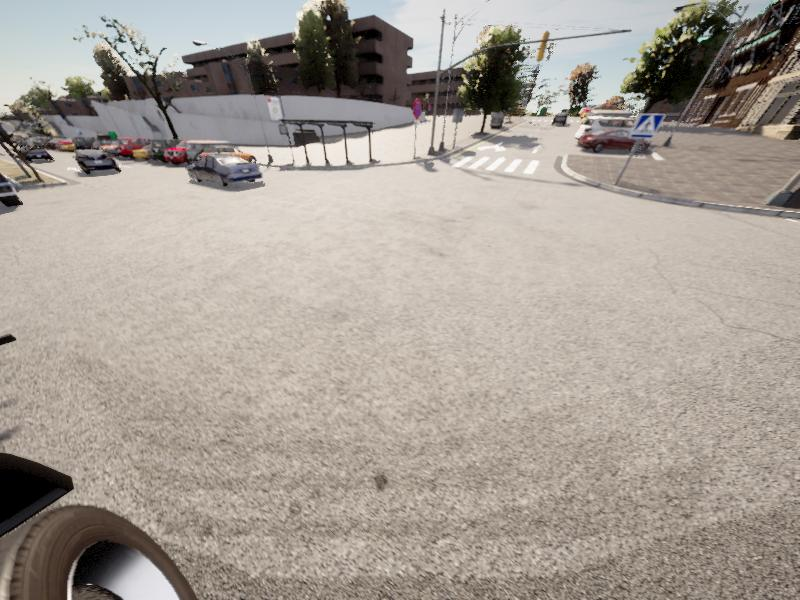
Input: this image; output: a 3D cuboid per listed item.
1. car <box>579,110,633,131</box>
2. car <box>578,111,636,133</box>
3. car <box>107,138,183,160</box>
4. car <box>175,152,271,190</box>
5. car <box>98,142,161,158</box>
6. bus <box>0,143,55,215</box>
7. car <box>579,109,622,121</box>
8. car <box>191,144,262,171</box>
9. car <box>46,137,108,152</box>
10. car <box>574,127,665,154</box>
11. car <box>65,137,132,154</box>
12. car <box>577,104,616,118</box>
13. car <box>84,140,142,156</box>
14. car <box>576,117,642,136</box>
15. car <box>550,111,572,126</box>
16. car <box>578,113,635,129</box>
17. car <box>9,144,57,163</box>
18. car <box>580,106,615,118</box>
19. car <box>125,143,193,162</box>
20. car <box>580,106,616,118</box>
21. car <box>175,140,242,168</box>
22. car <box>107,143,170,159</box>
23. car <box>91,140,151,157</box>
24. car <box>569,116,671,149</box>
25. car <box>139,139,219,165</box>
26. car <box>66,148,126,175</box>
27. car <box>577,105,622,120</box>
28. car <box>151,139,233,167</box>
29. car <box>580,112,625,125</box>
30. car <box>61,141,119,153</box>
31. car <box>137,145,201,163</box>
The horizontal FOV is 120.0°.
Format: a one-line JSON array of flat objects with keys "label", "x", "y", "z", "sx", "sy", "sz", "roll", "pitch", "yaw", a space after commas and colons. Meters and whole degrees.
[{"label": "car", "x": 26.186, "y": -23.062, "z": 29.612, "sx": 4.442, "sy": 1.987, "sz": 1.878, "roll": 7, "pitch": 42, "yaw": 9}, {"label": "car", "x": 24.620, "y": -21.342, "z": 27.672, "sx": 4.442, "sy": 1.987, "sz": 1.878, "roll": 7, "pitch": 42, "yaw": 9}, {"label": "car", "x": -30.588, "y": -18.441, "z": 28.125, "sx": 2.435, "sy": 2.045, "sz": 5.566, "roll": 6, "pitch": 35, "yaw": 9}, {"label": "car", "x": -10.091, "y": -7.445, "z": 13.123, "sx": 5.357, "sy": 1.411, "sz": 2.033, "roll": 20, "pitch": 41, "yaw": 27}, {"label": "car", "x": -35.745, "y": -20.021, "z": 30.737, "sx": 2.231, "sy": 1.521, "sz": 4.892, "roll": 7, "pitch": 35, "yaw": 8}, {"label": "bus", "x": -19.468, "y": -6.065, "z": 8.973, "sx": 10.273, "sy": 4.253, "sz": 3.944, "roll": 20, "pitch": 40, "yaw": 25}, {"label": "car", "x": 35.805, "y": -33.176, "z": 41.360, "sx": 5.366, "sy": 1.575, "sz": 1.946, "roll": 7, "pitch": 42, "yaw": 8}, {"label": "car", "x": -15.156, "y": -12.825, "z": 20.596, "sx": 2.185, "sy": 1.767, "sz": 4.553, "roll": 7, "pitch": 35, "yaw": 9}, {"label": "car", "x": -56.377, "y": -27.339, "z": 40.557, "sx": 2.435, "sy": 2.045, "sz": 5.566, "roll": 7, "pitch": 35, "yaw": 8}, {"label": "car", "x": 16.925, "y": -12.555, "z": 18.156, "sx": 4.674, "sy": 1.452, "sz": 2.002, "roll": 7, "pitch": 42, "yaw": 9}, {"label": "car", "x": -46.066, "y": -23.824, "z": 35.597, "sx": 2.435, "sy": 2.045, "sz": 5.566, "roll": 6, "pitch": 35, "yaw": 9}, {"label": "car", "x": 41.660, "y": -40.174, "z": 49.126, "sx": 5.566, "sy": 2.045, "sz": 2.435, "roll": 8, "pitch": 37, "yaw": 7}, {"label": "car", "x": -40.916, "y": -21.900, "z": 33.125, "sx": 2.185, "sy": 1.767, "sz": 4.553, "roll": 6, "pitch": 35, "yaw": 9}, {"label": "car", "x": 23.167, "y": -19.448, "z": 25.876, "sx": 4.892, "sy": 1.521, "sz": 2.231, "roll": 7, "pitch": 42, "yaw": 9}, {"label": "car", "x": 25.555, "y": -28.798, "z": 36.606, "sx": 2.128, "sy": 1.511, "sz": 4.902, "roll": 21, "pitch": 46, "yaw": 23}, {"label": "car", "x": 28.051, "y": -24.576, "z": 31.654, "sx": 5.366, "sy": 1.575, "sz": 1.946, "roll": 7, "pitch": 42, "yaw": 9}, {"label": "car", "x": -39.761, "y": -15.929, "z": 25.039, "sx": 4.193, "sy": 1.474, "sz": 1.816, "roll": 19, "pitch": 40, "yaw": 25}, {"label": "car", "x": 40.225, "y": -38.457, "z": 47.197, "sx": 4.553, "sy": 1.767, "sz": 2.185, "roll": 7, "pitch": 40, "yaw": 7}, {"label": "car", "x": -27.981, "y": -17.422, "z": 27.149, "sx": 1.946, "sy": 1.575, "sz": 5.366, "roll": 7, "pitch": 35, "yaw": 9}, {"label": "car", "x": 38.661, "y": -36.769, "z": 45.234, "sx": 4.553, "sy": 1.767, "sz": 2.185, "roll": 7, "pitch": 41, "yaw": 8}, {"label": "car", "x": -17.728, "y": -13.788, "z": 21.750, "sx": 1.878, "sy": 1.987, "sz": 4.442, "roll": 7, "pitch": 35, "yaw": 9}, {"label": "car", "x": -33.171, "y": -19.113, "z": 29.530, "sx": 2.163, "sy": 1.488, "sz": 4.792, "roll": 6, "pitch": 35, "yaw": 9}, {"label": "car", "x": -38.318, "y": -21.038, "z": 31.930, "sx": 2.185, "sy": 1.767, "sz": 4.553, "roll": 7, "pitch": 35, "yaw": 8}, {"label": "car", "x": 18.507, "y": -14.489, "z": 19.900, "sx": 5.566, "sy": 2.045, "sz": 2.435, "roll": 7, "pitch": 42, "yaw": 9}, {"label": "car", "x": -22.853, "y": -15.723, "z": 24.378, "sx": 2.435, "sy": 2.045, "sz": 5.566, "roll": 7, "pitch": 35, "yaw": 9}, {"label": "car", "x": -24.305, "y": -11.142, "z": 18.438, "sx": 4.792, "sy": 1.488, "sz": 2.163, "roll": 26, "pitch": 43, "yaw": 31}, {"label": "car", "x": 37.127, "y": -35.114, "z": 43.176, "sx": 5.566, "sy": 2.045, "sz": 2.435, "roll": 7, "pitch": 42, "yaw": 8}, {"label": "car", "x": -20.280, "y": -14.777, "z": 23.072, "sx": 2.435, "sy": 2.045, "sz": 5.566, "roll": 7, "pitch": 35, "yaw": 9}, {"label": "car", "x": 30.988, "y": -28.006, "z": 35.592, "sx": 4.674, "sy": 1.452, "sz": 2.002, "roll": 7, "pitch": 42, "yaw": 9}, {"label": "car", "x": -51.191, "y": -25.485, "z": 38.367, "sx": 1.946, "sy": 1.575, "sz": 5.366, "roll": 6, "pitch": 35, "yaw": 9}, {"label": "car", "x": -25.441, "y": -16.375, "z": 25.772, "sx": 2.002, "sy": 1.452, "sz": 4.674, "roll": 7, "pitch": 35, "yaw": 9}]
